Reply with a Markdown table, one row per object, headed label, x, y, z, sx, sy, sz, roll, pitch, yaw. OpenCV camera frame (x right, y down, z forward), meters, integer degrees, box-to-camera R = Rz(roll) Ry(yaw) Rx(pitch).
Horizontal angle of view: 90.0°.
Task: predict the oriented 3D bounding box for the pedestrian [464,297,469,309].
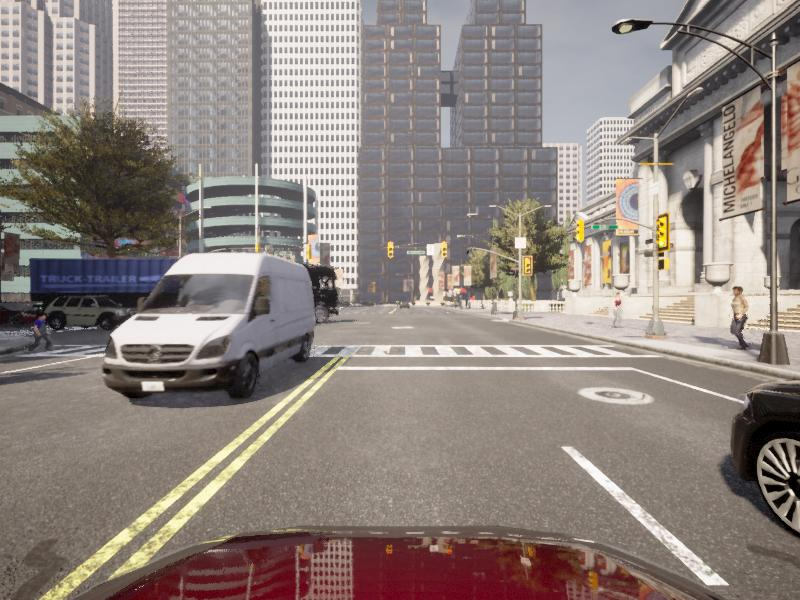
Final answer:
| label | x | y | z | sx | sy | sz | roll | pitch | yaw |
| --- | --- | --- | --- | --- | --- | --- | --- | --- | --- |
| pedestrian | 10.861 | 0.485 | 65.101 | 0.751 | 1.860 | 0.751 | 0 | 0 | 5 |

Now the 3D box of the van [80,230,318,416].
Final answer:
| label | x | y | z | sx | sy | sz | roll | pitch | yaw |
| --- | --- | --- | --- | --- | --- | --- | --- | --- | --- |
| van | -3.391 | 0.322 | 8.479 | 1.988 | 2.561 | 5.915 | 0 | 0 | 1 |

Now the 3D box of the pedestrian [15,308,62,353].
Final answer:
| label | x | y | z | sx | sy | sz | roll | pitch | yaw |
| --- | --- | --- | --- | --- | --- | --- | --- | --- | --- |
| pedestrian | -10.969 | 0.917 | 12.158 | 0.751 | 1.300 | 0.751 | 0 | 0 | -6 |

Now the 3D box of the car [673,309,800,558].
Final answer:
| label | x | y | z | sx | sy | sz | roll | pitch | yaw |
| --- | --- | --- | --- | --- | --- | --- | --- | --- | --- |
| car | 3.511 | 0.836 | 1.169 | 2.128 | 1.511 | 4.902 | 0 | 0 | 1 |

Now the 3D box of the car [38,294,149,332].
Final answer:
| label | x | y | z | sx | sy | sz | roll | pitch | yaw |
| --- | --- | --- | --- | --- | --- | --- | --- | --- | --- |
| car | -16.218 | 0.647 | 21.290 | 4.605 | 1.855 | 1.932 | 1 | -1 | 6 |

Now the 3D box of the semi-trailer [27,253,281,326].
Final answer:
| label | x | y | z | sx | sy | sz | roll | pitch | yaw |
| --- | --- | --- | --- | --- | --- | --- | --- | --- | --- |
| semi-trailer | -15.298 | -0.619 | 25.873 | 14.254 | 4.402 | 2.717 | 0 | 0 | -5 |

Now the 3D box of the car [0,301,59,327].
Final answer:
| label | x | y | z | sx | sy | sz | roll | pitch | yaw |
| --- | --- | --- | --- | --- | --- | --- | --- | --- | --- |
| car | -24.681 | 0.857 | 25.090 | 4.792 | 1.488 | 2.163 | 0 | 1 | 3 |

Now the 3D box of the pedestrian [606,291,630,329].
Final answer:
| label | x | y | z | sx | sy | sz | roll | pitch | yaw |
| --- | --- | --- | --- | --- | --- | --- | --- | --- | --- |
| pedestrian | 10.656 | 0.485 | 19.596 | 0.751 | 1.860 | 0.751 | 0 | 0 | 0 |

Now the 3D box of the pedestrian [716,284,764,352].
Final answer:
| label | x | y | z | sx | sy | sz | roll | pitch | yaw |
| --- | --- | --- | --- | --- | --- | --- | --- | --- | --- |
| pedestrian | 9.534 | 0.485 | 11.257 | 0.751 | 1.860 | 0.751 | 0 | 0 | 10 |

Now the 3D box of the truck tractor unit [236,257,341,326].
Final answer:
| label | x | y | z | sx | sy | sz | roll | pitch | yaw |
| --- | --- | --- | --- | --- | --- | --- | --- | --- | --- |
| truck tractor unit | -7.531 | -0.524 | 27.071 | 6.516 | 4.208 | 3.053 | 0 | 0 | -21 |
